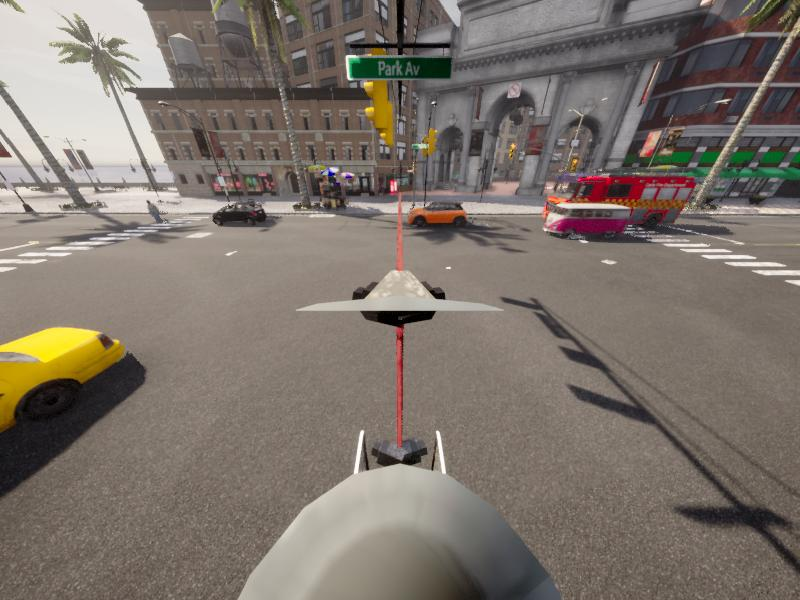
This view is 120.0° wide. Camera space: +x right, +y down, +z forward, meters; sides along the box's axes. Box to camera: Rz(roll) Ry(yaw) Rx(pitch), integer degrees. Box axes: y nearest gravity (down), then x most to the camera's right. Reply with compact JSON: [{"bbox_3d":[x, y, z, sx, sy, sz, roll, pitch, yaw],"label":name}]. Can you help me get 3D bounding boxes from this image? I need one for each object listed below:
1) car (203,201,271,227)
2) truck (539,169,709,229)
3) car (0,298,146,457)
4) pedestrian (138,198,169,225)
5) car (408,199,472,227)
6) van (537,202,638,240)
[{"bbox_3d":[-12.708,-6.805,18.224,3.705,1.549,1.789,0,30,1],"label":"car"},{"bbox_3d":[15.999,-7.623,17.384,8.468,3.827,2.891,0,30,1],"label":"truck"},{"bbox_3d":[-7.344,2.019,2.931,1.801,1.575,5.366,4,30,8],"label":"car"},{"bbox_3d":[-19.081,-6.839,17.942,0.751,1.860,0.751,2,30,4],"label":"pedestrian"},{"bbox_3d":[2.898,-6.815,18.013,4.553,1.767,2.097,0,30,1],"label":"car"},{"bbox_3d":[11.773,-5.095,14.849,4.442,1.987,1.775,1,30,0],"label":"van"}]
